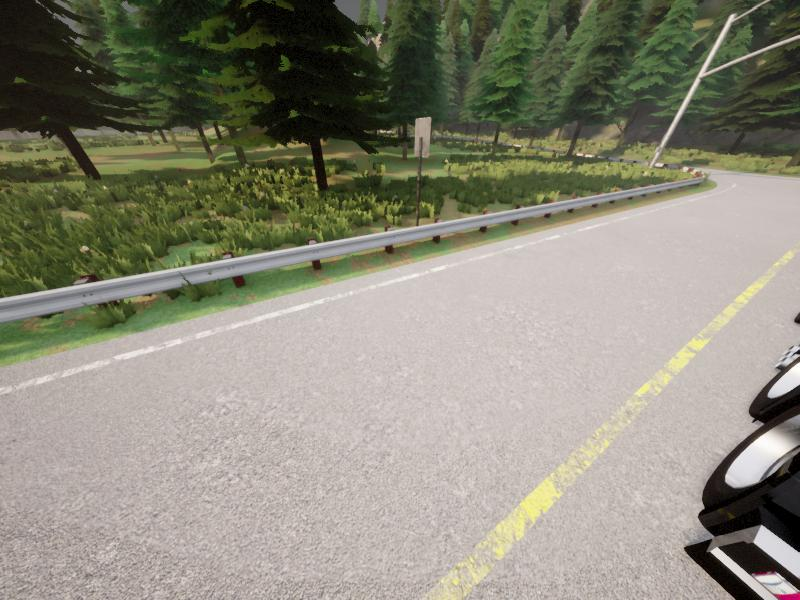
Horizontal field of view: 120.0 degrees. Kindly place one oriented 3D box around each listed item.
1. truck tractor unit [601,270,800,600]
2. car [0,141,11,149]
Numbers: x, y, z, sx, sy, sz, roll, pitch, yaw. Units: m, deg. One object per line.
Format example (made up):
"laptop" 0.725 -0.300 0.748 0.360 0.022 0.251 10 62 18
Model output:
"truck tractor unit" 5.120 -0.291 0.767 6.516 4.208 3.053 -18 39 -24
"car" -95.233 -35.723 53.336 5.008 1.535 1.882 -18 39 -25
